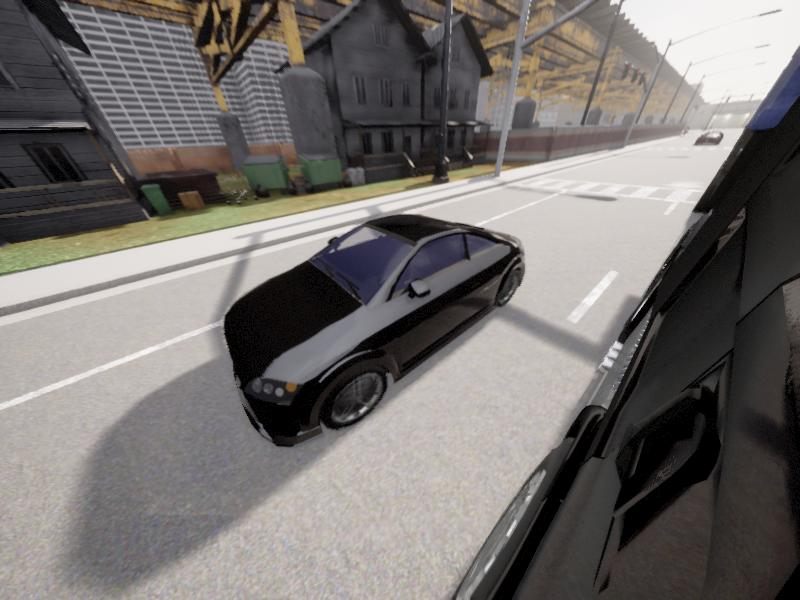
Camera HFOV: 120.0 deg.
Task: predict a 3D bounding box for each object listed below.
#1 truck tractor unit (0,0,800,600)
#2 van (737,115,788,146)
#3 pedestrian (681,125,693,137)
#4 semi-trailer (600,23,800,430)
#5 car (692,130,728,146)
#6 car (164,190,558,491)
[{"bbox_3d":[2.645,-0.295,0.351,6.516,4.208,3.053,-28,44,-30],"label":"truck tractor unit"},{"bbox_3d":[40.727,-19.140,26.099,5.915,2.561,1.988,-27,41,-31],"label":"van"},{"bbox_3d":[59.415,-35.068,47.891,0.751,1.860,0.751,-24,40,-28],"label":"pedestrian"},{"bbox_3d":[8.703,-3.504,4.354,14.254,4.402,2.717,-27,41,-31],"label":"semi-trailer"},{"bbox_3d":[38.777,-20.235,28.853,4.181,1.385,1.994,-26,41,-29],"label":"car"},{"bbox_3d":[-0.057,-0.303,3.127,4.181,1.385,1.994,-27,41,-31],"label":"car"}]
